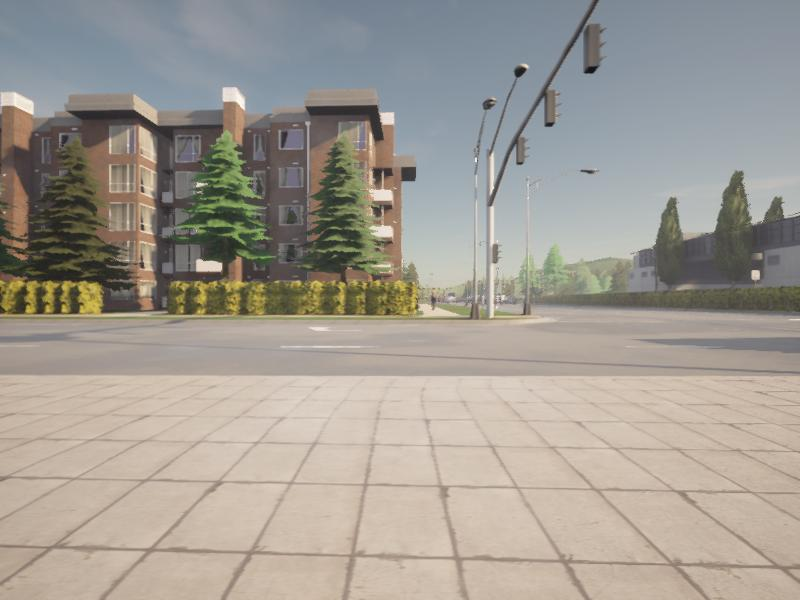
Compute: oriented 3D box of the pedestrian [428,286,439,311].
[{"bbox_3d":[2.570,-0.111,30.635,0.751,1.860,0.751,0,0,2],"label":"pedestrian"}]
